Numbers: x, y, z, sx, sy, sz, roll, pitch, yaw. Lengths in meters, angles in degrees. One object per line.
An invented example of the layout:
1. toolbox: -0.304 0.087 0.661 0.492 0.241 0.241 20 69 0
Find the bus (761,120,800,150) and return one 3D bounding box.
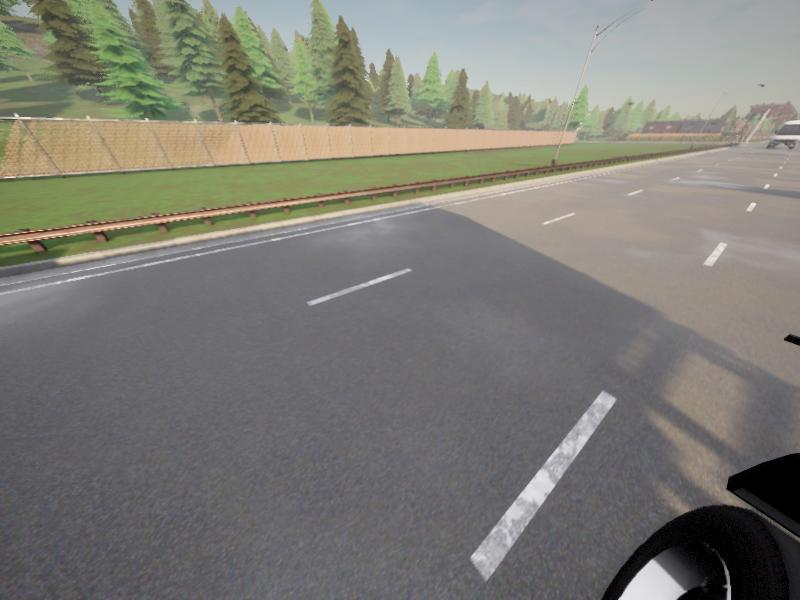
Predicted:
1. bus: 72.671 -30.602 42.899 10.273 4.253 3.944 -22 41 -28
